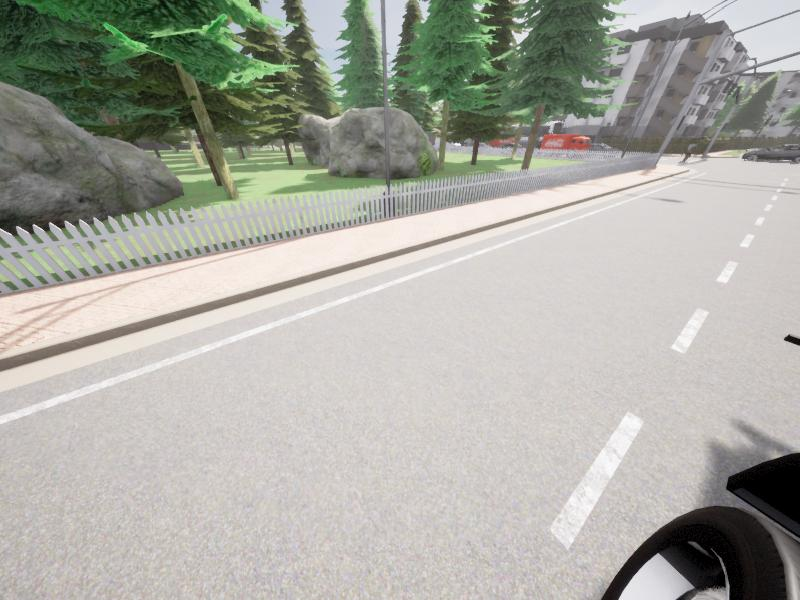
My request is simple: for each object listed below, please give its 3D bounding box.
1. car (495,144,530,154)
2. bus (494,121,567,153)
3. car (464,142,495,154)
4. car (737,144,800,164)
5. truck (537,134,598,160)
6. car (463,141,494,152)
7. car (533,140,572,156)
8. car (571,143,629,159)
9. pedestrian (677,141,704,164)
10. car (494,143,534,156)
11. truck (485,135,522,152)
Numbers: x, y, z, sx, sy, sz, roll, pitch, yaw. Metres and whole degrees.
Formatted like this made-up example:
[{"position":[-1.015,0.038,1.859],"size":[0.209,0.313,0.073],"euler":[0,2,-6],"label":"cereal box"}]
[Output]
[{"position":[18.363,-24.908,38.023],"size":[1.895,1.301,4.718],"euler":[-21,40,-26],"label":"car"},{"position":[22.946,-29.338,41.713],"size":[3.944,4.253,10.273],"euler":[-21,40,-26],"label":"bus"},{"position":[13.344,-25.725,39.045],"size":[1.837,1.490,4.892],"euler":[-21,40,-26],"label":"car"},{"position":[38.321,-14.751,23.264],"size":[2.007,1.525,4.514],"euler":[-21,40,-26],"label":"car"},{"position":[20.915,-19.424,29.200],"size":[2.627,2.467,5.204],"euler":[-21,40,-26],"label":"truck"},{"position":[14.438,-28.514,42.886],"size":[2.152,1.651,5.027],"euler":[-21,40,-26],"label":"car"},{"position":[21.882,-22.033,33.400],"size":[1.905,1.878,3.866],"euler":[-21,40,-26],"label":"car"},{"position":[25.190,-18.954,29.336],"size":[2.128,1.511,4.902],"euler":[-21,40,-26],"label":"car"},{"position":[28.531,-14.537,22.695],"size":[0.751,1.860,0.751],"euler":[-20,40,-26],"label":"pedestrian"},{"position":[16.913,-22.566,34.536],"size":[1.837,1.490,4.892],"euler":[-21,40,-26],"label":"car"},{"position":[18.808,-28.697,42.378],"size":[2.627,2.467,5.204],"euler":[-21,40,-26],"label":"truck"}]
